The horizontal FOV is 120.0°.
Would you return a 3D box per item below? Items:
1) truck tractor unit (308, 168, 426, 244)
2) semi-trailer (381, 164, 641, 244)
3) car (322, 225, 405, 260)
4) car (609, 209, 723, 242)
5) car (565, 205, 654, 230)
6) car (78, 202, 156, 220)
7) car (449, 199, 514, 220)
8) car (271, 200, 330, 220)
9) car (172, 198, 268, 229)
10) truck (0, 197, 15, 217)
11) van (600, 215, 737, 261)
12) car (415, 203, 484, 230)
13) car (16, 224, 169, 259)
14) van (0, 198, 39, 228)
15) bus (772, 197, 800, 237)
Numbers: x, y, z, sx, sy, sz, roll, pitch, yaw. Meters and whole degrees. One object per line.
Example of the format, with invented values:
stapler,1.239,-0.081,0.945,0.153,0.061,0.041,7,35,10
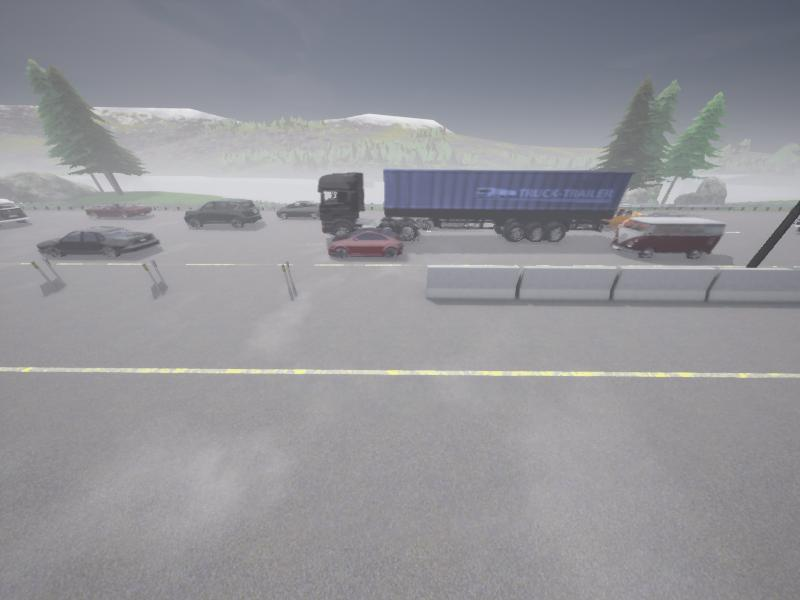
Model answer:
truck tractor unit,-1.809,-6.224,15.146,6.516,4.208,3.053,0,30,1
semi-trailer,6.110,-6.260,15.022,14.254,4.402,2.717,0,30,1
car,-1.844,-3.226,12.825,4.181,1.385,1.994,0,30,1
car,17.599,-5.060,15.575,4.553,1.767,2.097,0,30,1
car,16.669,-6.703,18.678,5.008,1.535,1.882,0,30,1
car,-27.012,-8.577,22.166,4.718,1.301,1.895,0,30,1
car,7.509,-8.518,21.783,5.366,1.575,1.801,1,30,0
car,-9.319,-8.584,21.948,4.514,1.525,2.007,0,30,0
car,-14.380,-7.085,18.834,5.566,2.045,2.150,1,30,0
truck,-42.598,-9.007,22.107,6.274,2.098,2.390,0,30,1
van,14.193,-3.409,12.527,4.442,1.987,1.775,0,30,0
car,3.849,-6.806,18.773,5.027,1.651,2.152,0,30,0
car,-16.852,-3.317,12.956,5.357,1.411,2.033,0,30,1
van,-34.142,-7.187,19.013,4.480,2.038,2.069,0,30,1
bus,33.346,-5.984,14.722,10.273,4.253,3.944,0,30,0
